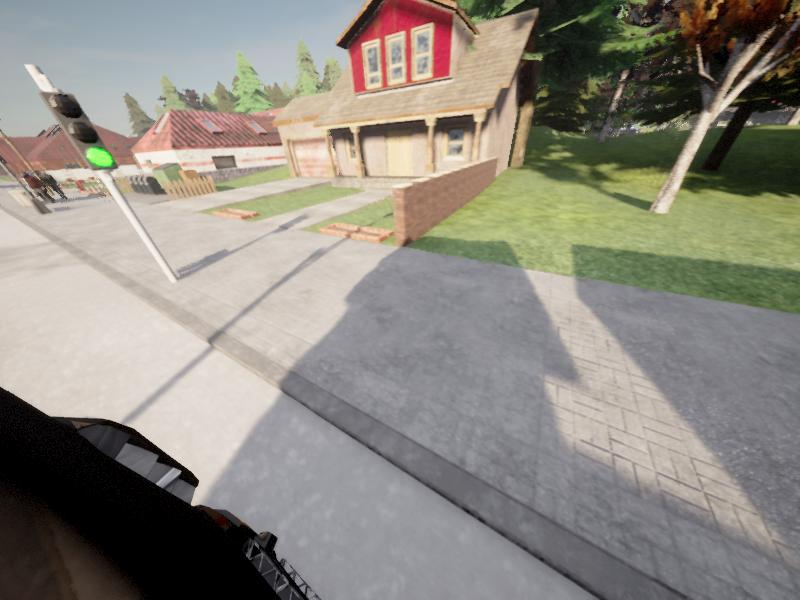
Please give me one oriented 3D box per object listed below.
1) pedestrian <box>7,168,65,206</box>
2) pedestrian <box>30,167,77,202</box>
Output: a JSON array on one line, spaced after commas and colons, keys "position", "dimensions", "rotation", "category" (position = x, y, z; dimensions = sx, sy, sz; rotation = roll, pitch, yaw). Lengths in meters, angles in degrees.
[{"position": [-21.209, -6.588, 13.519], "dimensions": [0.751, 1.860, 0.751], "rotation": [2, 34, 7], "category": "pedestrian"}, {"position": [-22.116, -7.380, 14.775], "dimensions": [0.751, 1.860, 0.751], "rotation": [16, 38, 26], "category": "pedestrian"}]
